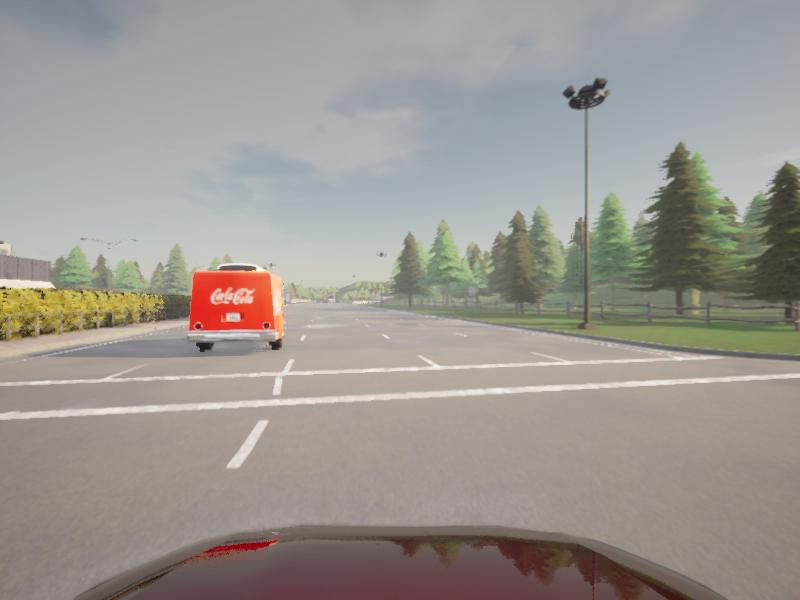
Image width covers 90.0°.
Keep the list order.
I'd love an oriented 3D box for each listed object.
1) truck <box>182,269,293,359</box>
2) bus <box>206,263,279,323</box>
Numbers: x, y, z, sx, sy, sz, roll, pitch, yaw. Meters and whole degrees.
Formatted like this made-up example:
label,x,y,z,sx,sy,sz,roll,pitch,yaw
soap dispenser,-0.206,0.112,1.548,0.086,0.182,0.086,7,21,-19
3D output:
label,x,y,z,sx,sy,sz,roll,pitch,yaw
truck,-5.244,0.367,13.856,2.627,2.467,5.204,0,0,-11
bus,-12.764,-0.520,33.663,3.944,4.253,10.273,0,0,-11
